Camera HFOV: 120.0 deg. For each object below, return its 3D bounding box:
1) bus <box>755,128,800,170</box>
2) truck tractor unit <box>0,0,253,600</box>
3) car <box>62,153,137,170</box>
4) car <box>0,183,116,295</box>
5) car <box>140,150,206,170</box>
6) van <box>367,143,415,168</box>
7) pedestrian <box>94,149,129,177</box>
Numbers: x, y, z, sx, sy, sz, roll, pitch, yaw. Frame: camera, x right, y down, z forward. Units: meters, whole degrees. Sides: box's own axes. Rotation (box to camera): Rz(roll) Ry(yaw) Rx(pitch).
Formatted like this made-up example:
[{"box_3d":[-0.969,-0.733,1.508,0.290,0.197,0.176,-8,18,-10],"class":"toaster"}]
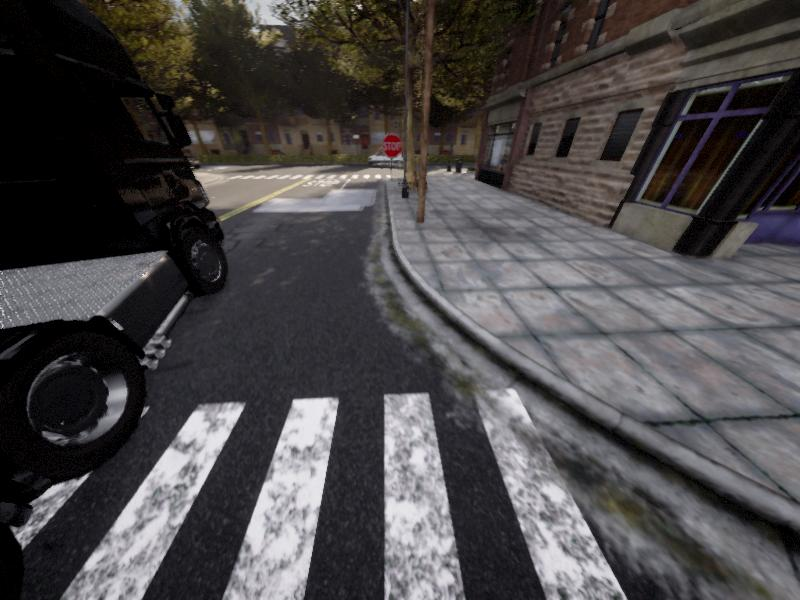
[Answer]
[{"box_3d":[53.511,-18.831,28.840,10.273,4.253,3.944,-2,34,-3],"class":"bus"},{"box_3d":[-4.091,-0.762,1.533,3.053,4.208,6.516,-12,35,-14],"class":"truck tractor unit"},{"box_3d":[-33.118,-15.348,25.608,5.008,1.535,1.882,-2,34,-3],"class":"car"},{"box_3d":[-8.434,-0.849,4.008,1.851,1.617,3.988,0,34,0],"class":"car"},{"box_3d":[-25.225,-15.698,25.867,4.605,1.855,1.932,-2,34,-3],"class":"car"},{"box_3d":[-1.152,-18.560,29.681,5.915,2.561,1.988,-1,34,-3],"class":"van"},{"box_3d":[-22.747,-10.786,18.237,0.751,1.860,0.751,-8,35,-12],"class":"pedestrian"}]
